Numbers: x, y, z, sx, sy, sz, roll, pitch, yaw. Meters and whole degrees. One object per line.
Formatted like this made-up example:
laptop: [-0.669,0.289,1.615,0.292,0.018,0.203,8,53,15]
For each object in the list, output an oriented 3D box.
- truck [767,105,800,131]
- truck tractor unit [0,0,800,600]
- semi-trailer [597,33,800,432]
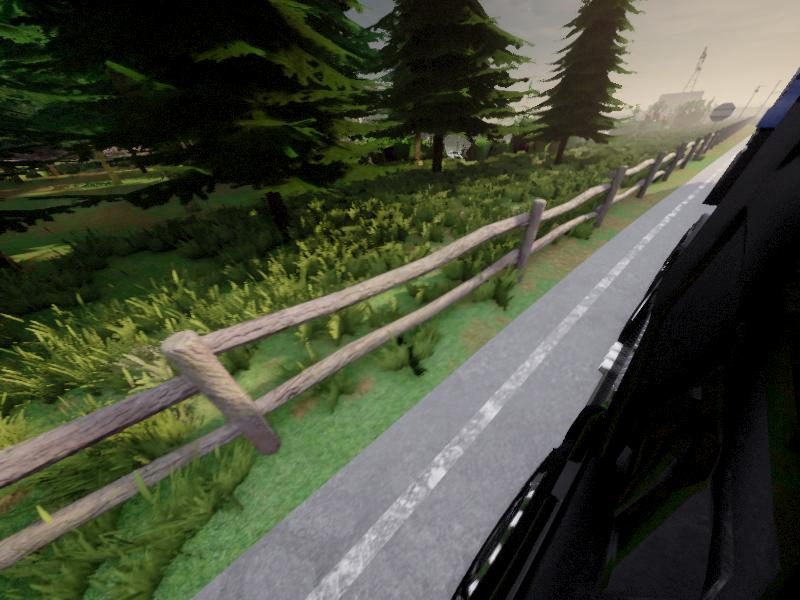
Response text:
truck: [49.678,-22.961,29.130,5.204,2.467,2.627,-27,43,-28]
truck tractor unit: [2.645,-0.295,0.351,6.516,4.208,3.053,-28,44,-30]
semi-trailer: [8.757,-3.564,4.169,14.254,4.402,2.717,-27,43,-29]
